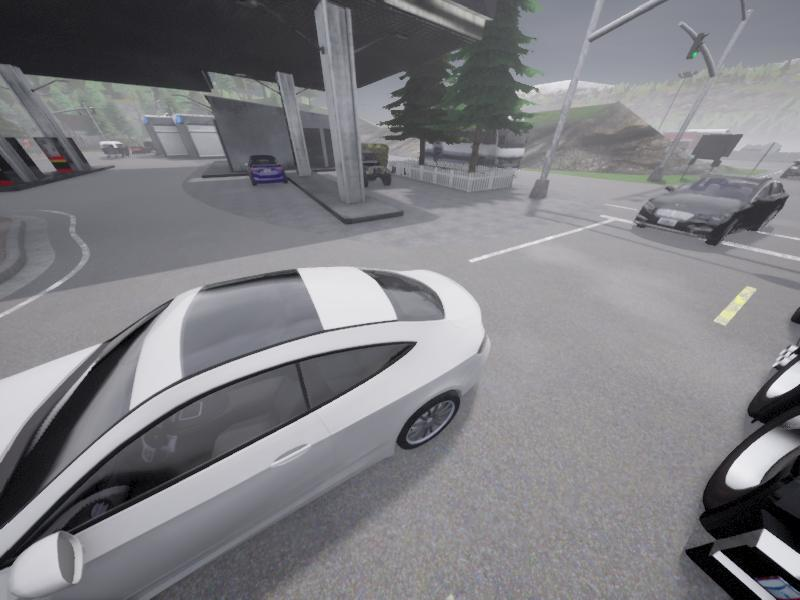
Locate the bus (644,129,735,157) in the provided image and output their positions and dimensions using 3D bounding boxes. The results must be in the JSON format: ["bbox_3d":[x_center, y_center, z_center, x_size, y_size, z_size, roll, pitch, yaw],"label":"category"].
[{"bbox_3d":[58.443,-32.233,47.315,3.944,4.253,10.273,-18,39,-24],"label":"bus"}]

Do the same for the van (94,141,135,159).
[{"bbox_3d":[-42.112,-22.290,34.236,2.069,2.038,4.480,-18,39,-24],"label":"van"}]

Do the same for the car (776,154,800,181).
[{"bbox_3d":[30.433,-9.772,16.911,4.974,1.542,2.038,-18,39,-24],"label":"car"}]

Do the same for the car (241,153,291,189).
[{"bbox_3d":[-9.247,-8.986,15.820,2.242,1.667,4.611,-18,39,-25],"label":"car"}]

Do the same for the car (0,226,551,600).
[{"bbox_3d":[-1.279,0.678,1.915,4.674,1.442,1.812,-18,38,-25],"label":"car"}]

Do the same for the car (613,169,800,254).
[{"bbox_3d":[9.369,-2.858,6.876,4.902,1.511,2.128,-14,37,-20],"label":"car"}]

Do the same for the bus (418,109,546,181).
[{"bbox_3d":[6.250,-13.972,20.698,3.944,4.253,10.273,-18,40,-24],"label":"bus"}]

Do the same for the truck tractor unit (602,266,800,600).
[{"bbox_3d":[5.112,-0.300,0.779,6.516,4.208,3.053,-18,39,-24],"label":"truck tractor unit"}]

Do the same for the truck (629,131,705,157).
[{"bbox_3d":[51.914,-30.691,45.429,2.891,3.827,8.468,-18,39,-24],"label":"truck"}]

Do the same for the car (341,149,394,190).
[{"bbox_3d":[-2.172,-8.580,14.997,1.905,1.878,3.866,-18,39,-25],"label":"car"}]

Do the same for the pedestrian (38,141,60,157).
[{"bbox_3d":[-50.279,-21.631,33.078,0.751,1.860,0.751,-17,38,-23],"label":"pedestrian"}]
